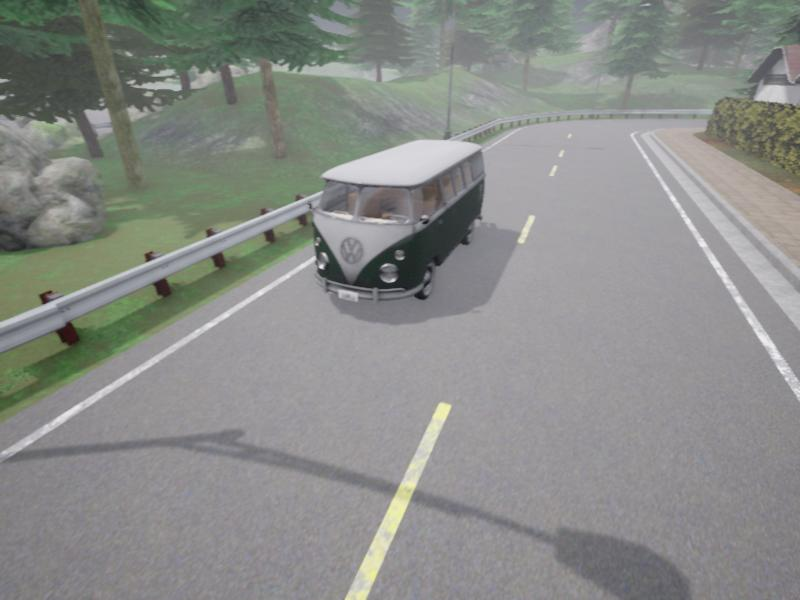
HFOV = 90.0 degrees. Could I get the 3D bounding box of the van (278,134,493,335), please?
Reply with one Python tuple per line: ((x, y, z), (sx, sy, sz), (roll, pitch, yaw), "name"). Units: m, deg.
((0.167, -1.549, 6.980), (1.775, 1.987, 4.442), (12, 31, 20), "van")
